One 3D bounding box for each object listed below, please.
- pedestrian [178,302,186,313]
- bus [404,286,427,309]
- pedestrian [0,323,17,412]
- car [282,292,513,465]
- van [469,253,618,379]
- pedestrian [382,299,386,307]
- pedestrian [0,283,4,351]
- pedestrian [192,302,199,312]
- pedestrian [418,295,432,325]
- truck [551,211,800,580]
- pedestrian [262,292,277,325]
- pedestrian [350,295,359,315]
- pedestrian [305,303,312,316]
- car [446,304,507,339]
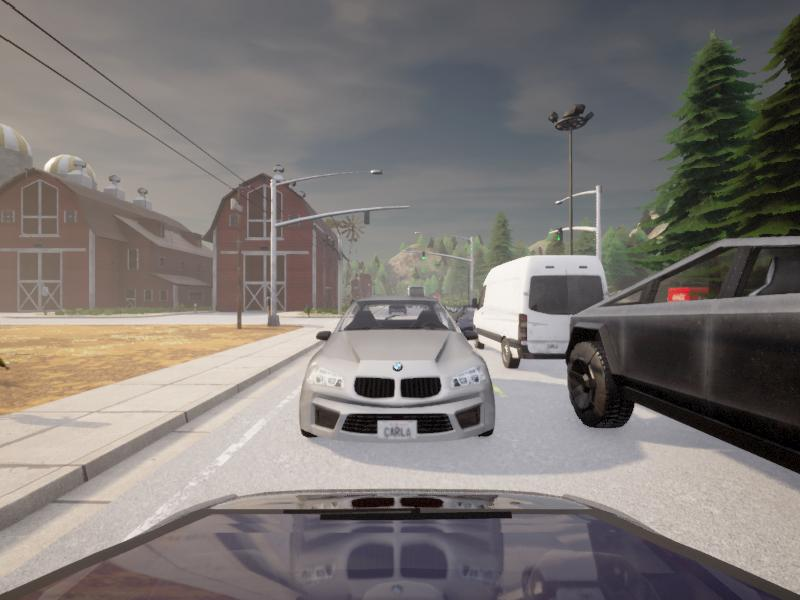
[{"bbox_3d":[-22.075,0.719,40.503,0.500,1.100,0.500,0,0,11],"label":"pedestrian"},{"bbox_3d":[2.945,-0.533,79.144,3.944,4.253,10.273,0,0,0],"label":"bus"},{"bbox_3d":[-5.254,0.857,4.981,0.500,1.100,0.500,0,0,-2],"label":"pedestrian"},{"bbox_3d":[-0.044,0.756,6.178,2.242,1.667,4.611,0,0,-1],"label":"car"},{"bbox_3d":[3.437,0.323,11.109,1.988,2.561,5.915,0,0,0],"label":"van"},{"bbox_3d":[-3.755,0.635,92.452,0.751,1.860,0.751,0,0,4],"label":"pedestrian"},{"bbox_3d":[-11.291,0.459,10.691,0.751,1.860,0.751,0,0,22],"label":"pedestrian"},{"bbox_3d":[-21.572,0.719,42.190,0.500,1.100,0.500,0,0,12],"label":"pedestrian"},{"bbox_3d":[1.536,0.625,24.845,0.751,1.860,0.751,0,0,-7],"label":"pedestrian"},{"bbox_3d":[3.469,0.542,2.867,2.390,2.098,6.274,0,0,0],"label":"truck"},{"bbox_3d":[-7.390,0.462,22.647,0.751,1.860,0.751,0,0,-20],"label":"pedestrian"},{"bbox_3d":[-4.311,0.480,37.970,0.751,1.860,0.751,0,0,6],"label":"pedestrian"},{"bbox_3d":[-8.072,0.838,35.331,0.500,1.100,0.500,0,0,-34],"label":"pedestrian"},{"bbox_3d":[3.392,0.907,18.612,1.994,1.385,4.181,0,0,0],"label":"car"}]
